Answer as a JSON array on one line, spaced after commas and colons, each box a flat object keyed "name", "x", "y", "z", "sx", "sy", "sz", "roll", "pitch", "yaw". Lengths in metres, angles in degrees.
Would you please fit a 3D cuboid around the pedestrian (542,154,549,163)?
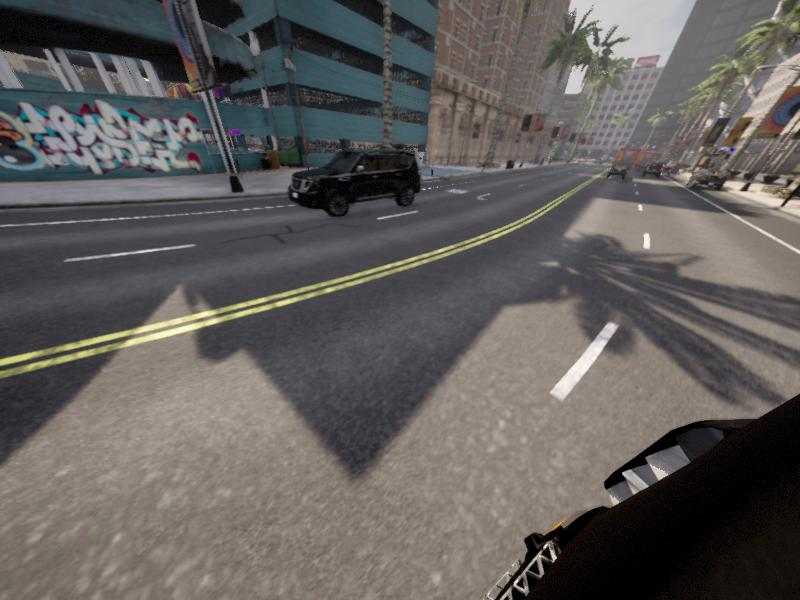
[{"name": "pedestrian", "x": 35.794, "y": -34.895, "z": 56.834, "sx": 0.751, "sy": 1.860, "sz": 0.751, "roll": 20, "pitch": 37, "yaw": 24}]

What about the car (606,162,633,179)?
[{"name": "car", "x": 26.345, "y": -15.571, "z": 27.734, "sx": 1.789, "sy": 1.549, "sz": 3.705, "roll": 27, "pitch": 41, "yaw": 32}]

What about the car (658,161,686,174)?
[{"name": "car", "x": 47.480, "y": -23.210, "z": 40.438, "sx": 2.185, "sy": 1.767, "sz": 4.553, "roll": 27, "pitch": 40, "yaw": 31}]

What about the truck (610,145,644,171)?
[{"name": "truck", "x": 42.638, "y": -26.666, "z": 43.459, "sx": 2.891, "sy": 3.827, "sz": 8.468, "roll": 27, "pitch": 40, "yaw": 31}]

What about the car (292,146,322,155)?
[{"name": "car", "x": -17.599, "y": -28.292, "z": 43.873, "sx": 1.895, "sy": 1.301, "sz": 4.718, "roll": 27, "pitch": 40, "yaw": 31}]

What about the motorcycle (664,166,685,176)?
[{"name": "motorcycle", "x": 42.612, "y": -20.068, "z": 35.896, "sx": 2.356, "sy": 1.277, "sz": 0.764, "roll": -10, "pitch": 35, "yaw": -18}]

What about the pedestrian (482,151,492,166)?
[{"name": "pedestrian", "x": 13.578, "y": -22.023, "z": 35.974, "sx": 0.751, "sy": 1.860, "sz": 0.751, "roll": 27, "pitch": 41, "yaw": 32}]

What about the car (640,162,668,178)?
[{"name": "car", "x": 35.316, "y": -18.192, "z": 32.232, "sx": 1.851, "sy": 1.617, "sz": 3.988, "roll": 27, "pitch": 40, "yaw": 31}]

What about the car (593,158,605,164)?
[{"name": "car", "x": 63.587, "y": -44.408, "z": 73.807, "sx": 2.152, "sy": 1.651, "sz": 5.027, "roll": 27, "pitch": 41, "yaw": 32}]

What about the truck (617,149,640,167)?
[{"name": "truck", "x": 62.155, "y": -38.606, "z": 62.733, "sx": 2.891, "sy": 3.827, "sz": 8.468, "roll": 27, "pitch": 41, "yaw": 32}]

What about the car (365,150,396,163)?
[{"name": "car", "x": -2.922, "y": -21.621, "z": 34.759, "sx": 2.007, "sy": 1.523, "sz": 4.514, "roll": 27, "pitch": 40, "yaw": 31}]

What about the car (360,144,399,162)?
[{"name": "car", "x": -2.944, "y": -21.924, "z": 34.504, "sx": 2.435, "sy": 2.045, "sz": 5.566, "roll": 27, "pitch": 40, "yaw": 31}]

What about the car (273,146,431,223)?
[{"name": "car", "x": -1.499, "y": -4.837, "z": 9.257, "sx": 5.566, "sy": 2.045, "sz": 2.150, "roll": -26, "pitch": 43, "yaw": -35}]

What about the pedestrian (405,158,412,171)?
[{"name": "pedestrian", "x": 0.865, "y": -13.789, "z": 23.420, "sx": 0.500, "sy": 1.100, "sz": 0.500, "roll": 24, "pitch": 39, "yaw": 29}]

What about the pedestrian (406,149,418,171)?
[{"name": "pedestrian", "x": 1.193, "y": -13.725, "z": 22.659, "sx": 0.751, "sy": 1.860, "sz": 0.751, "roll": 19, "pitch": 37, "yaw": 23}]

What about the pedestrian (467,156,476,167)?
[{"name": "pedestrian", "x": 10.065, "y": -19.621, "z": 32.631, "sx": 0.751, "sy": 1.300, "sz": 0.751, "roll": 27, "pitch": 40, "yaw": 32}]

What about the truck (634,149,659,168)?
[{"name": "truck", "x": 64.824, "y": -37.270, "z": 60.905, "sx": 2.891, "sy": 3.827, "sz": 8.468, "roll": 27, "pitch": 41, "yaw": 32}]

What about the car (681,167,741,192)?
[{"name": "car", "x": 28.527, "y": -11.272, "z": 21.433, "sx": 2.231, "sy": 1.521, "sz": 4.892, "roll": 27, "pitch": 40, "yaw": 31}]

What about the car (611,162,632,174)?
[{"name": "car", "x": 35.104, "y": -20.970, "z": 36.609, "sx": 1.994, "sy": 1.385, "sz": 4.181, "roll": 27, "pitch": 40, "yaw": 31}]
